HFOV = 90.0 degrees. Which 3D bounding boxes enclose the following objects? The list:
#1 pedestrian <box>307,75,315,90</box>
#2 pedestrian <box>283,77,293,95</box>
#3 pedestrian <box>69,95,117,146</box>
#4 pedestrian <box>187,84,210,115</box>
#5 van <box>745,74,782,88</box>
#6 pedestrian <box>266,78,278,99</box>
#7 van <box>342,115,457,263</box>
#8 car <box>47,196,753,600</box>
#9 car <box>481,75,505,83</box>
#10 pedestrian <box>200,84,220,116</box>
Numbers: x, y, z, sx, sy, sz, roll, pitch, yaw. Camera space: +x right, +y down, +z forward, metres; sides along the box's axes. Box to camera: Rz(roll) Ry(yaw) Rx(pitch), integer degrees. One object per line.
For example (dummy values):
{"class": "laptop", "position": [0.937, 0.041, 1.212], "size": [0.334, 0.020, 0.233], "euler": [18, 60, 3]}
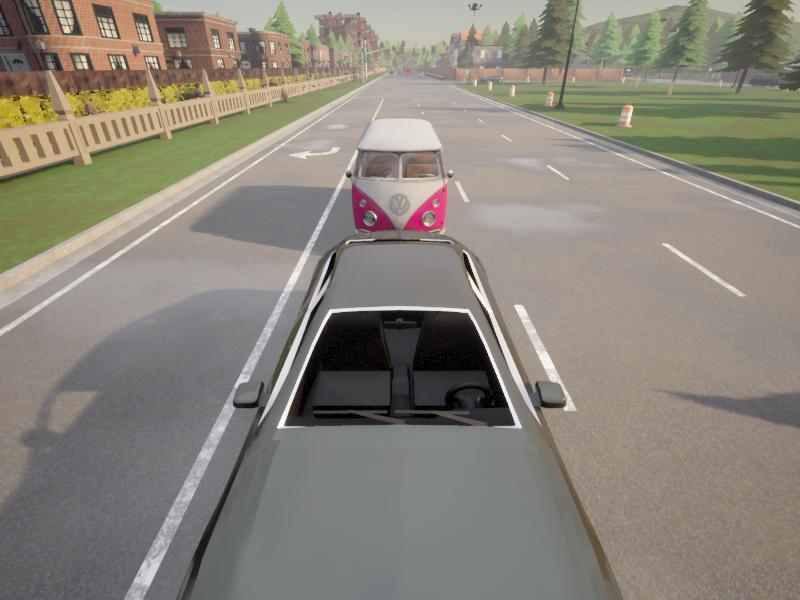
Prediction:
{"class": "pedestrian", "position": [-12.312, -30.172, 55.511], "size": [0.751, 1.860, 0.751], "euler": [-2, 30, -3]}
{"class": "pedestrian", "position": [-12.751, -24.398, 45.611], "size": [0.751, 1.860, 0.751], "euler": [-1, 30, -1]}
{"class": "pedestrian", "position": [-12.544, -7.342, 16.396], "size": [0.751, 1.860, 0.751], "euler": [0, 30, -1]}
{"class": "pedestrian", "position": [-13.466, -13.441, 26.843], "size": [0.751, 1.860, 0.751], "euler": [0, 30, -1]}
{"class": "van", "position": [61.583, -37.260, 67.902], "size": [1.775, 1.987, 4.442], "euler": [0, 30, 0]}
{"class": "pedestrian", "position": [-13.089, -21.709, 41.005], "size": [0.751, 1.860, 0.751], "euler": [0, 30, 0]}
{"class": "van", "position": [-0.011, -2.634, 8.563], "size": [1.775, 1.987, 4.442], "euler": [0, 30, 0]}
{"class": "car", "position": [-0.003, 0.660, 3.294], "size": [2.152, 1.651, 5.027], "euler": [0, 30, 0]}
{"class": "car", "position": [20.156, -48.061, 86.913], "size": [4.514, 1.525, 2.007], "euler": [-7, 31, -12]}
{"class": "pedestrian", "position": [-12.591, -13.273, 26.555], "size": [0.751, 1.860, 0.751], "euler": [-7, 31, -12]}
